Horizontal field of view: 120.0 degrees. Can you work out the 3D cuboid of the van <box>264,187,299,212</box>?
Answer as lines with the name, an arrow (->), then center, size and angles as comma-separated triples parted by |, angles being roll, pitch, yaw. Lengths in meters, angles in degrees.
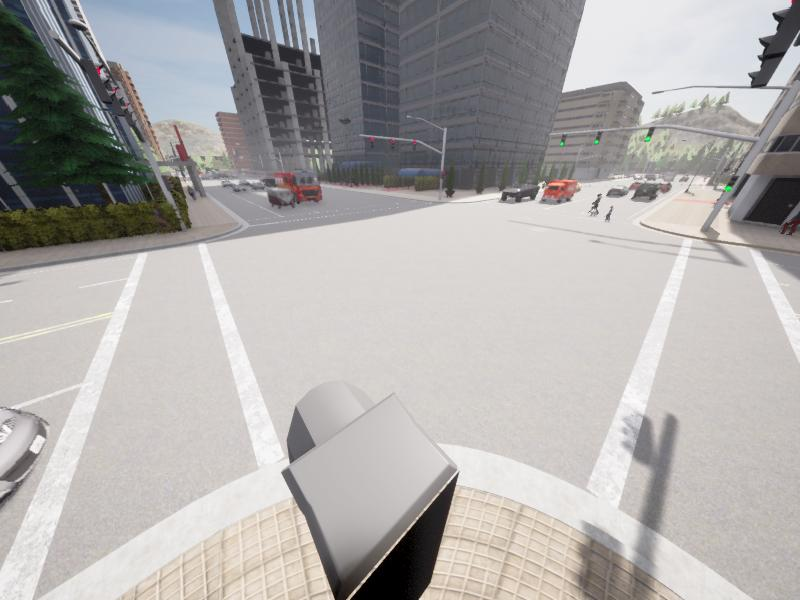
van -> -13.005, -11.140, 25.310 | 1.775, 1.987, 4.442 | -23, 37, -34

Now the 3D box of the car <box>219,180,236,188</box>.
car -> -38.254, -25.661, 51.044 | 2.033, 1.411, 5.357 | -23, 37, -34

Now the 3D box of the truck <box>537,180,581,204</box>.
truck -> 20.644, -14.156, 30.068 | 5.204, 2.467, 2.627 | -22, 37, -34

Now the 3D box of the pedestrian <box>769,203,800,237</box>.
pedestrian -> 24.737, -4.995, 14.444 | 0.751, 1.860, 0.751 | 10, 31, 17

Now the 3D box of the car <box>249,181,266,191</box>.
car -> -27.829, -22.325, 45.105 | 1.845, 1.501, 3.633 | -23, 37, -34

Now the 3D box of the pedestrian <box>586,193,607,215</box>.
pedestrian -> 18.584, -9.093, 21.847 | 0.751, 1.860, 0.751 | -19, 35, -30

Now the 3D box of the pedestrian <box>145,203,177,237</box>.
pedestrian -> -15.067, -5.085, 14.599 | 0.751, 1.860, 0.751 | -23, 37, -35

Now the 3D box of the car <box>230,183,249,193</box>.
car -> -28.918, -20.202, 41.582 | 1.970, 1.475, 3.806 | -23, 37, -34

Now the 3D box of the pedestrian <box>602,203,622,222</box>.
pedestrian -> 17.718, -7.319, 19.333 | 0.751, 1.300, 0.751 | -25, 38, -36

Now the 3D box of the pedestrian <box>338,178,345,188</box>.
pedestrian -> -11.924, -23.927, 47.235 | 0.751, 1.860, 0.751 | 25, 38, 37

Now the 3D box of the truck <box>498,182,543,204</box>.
truck -> 16.129, -14.403, 30.853 | 6.274, 2.098, 2.390 | -22, 37, -33

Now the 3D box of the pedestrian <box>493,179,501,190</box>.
pedestrian -> 17.939, -21.409, 42.836 | 0.751, 1.860, 0.751 | 22, 37, 34

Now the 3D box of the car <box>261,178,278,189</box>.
car -> -28.287, -25.419, 50.162 | 1.905, 1.878, 3.866 | -23, 37, -34

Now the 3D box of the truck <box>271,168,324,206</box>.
truck -> -13.322, -14.808, 29.829 | 2.891, 3.827, 8.468 | -23, 37, -34

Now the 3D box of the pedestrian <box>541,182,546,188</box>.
pedestrian -> 29.638, -23.718, 47.634 | 0.500, 1.100, 0.500 | -24, 37, -35

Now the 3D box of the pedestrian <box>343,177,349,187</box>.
pedestrian -> -11.491, -25.129, 49.317 | 0.751, 1.860, 0.751 | -17, 34, -27

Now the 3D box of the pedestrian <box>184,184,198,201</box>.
pedestrian -> -26.891, -13.835, 29.754 | 0.751, 1.860, 0.751 | -24, 38, -35

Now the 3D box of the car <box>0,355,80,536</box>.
car -> -6.820, 2.401, 2.315 | 3.633, 1.501, 1.845 | -21, 36, -32

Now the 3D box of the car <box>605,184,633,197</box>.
car -> 34.751, -17.374, 36.573 | 4.974, 1.542, 2.038 | -23, 37, -34

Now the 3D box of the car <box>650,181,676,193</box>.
car -> 48.343, -20.848, 42.444 | 4.611, 1.667, 2.242 | -23, 37, -34

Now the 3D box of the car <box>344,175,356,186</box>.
car -> -11.925, -28.857, 55.608 | 2.390, 2.098, 6.274 | -5, 30, -9

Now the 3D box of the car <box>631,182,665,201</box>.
car -> 35.486, -15.629, 33.032 | 5.566, 2.045, 2.150 | -23, 37, -34

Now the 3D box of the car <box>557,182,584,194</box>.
car -> 30.388, -19.970, 41.023 | 5.366, 1.575, 1.801 | -20, 36, -32

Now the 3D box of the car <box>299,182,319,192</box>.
car -> -17.116, -21.212, 43.251 | 1.837, 1.490, 4.892 | -21, 36, -32
